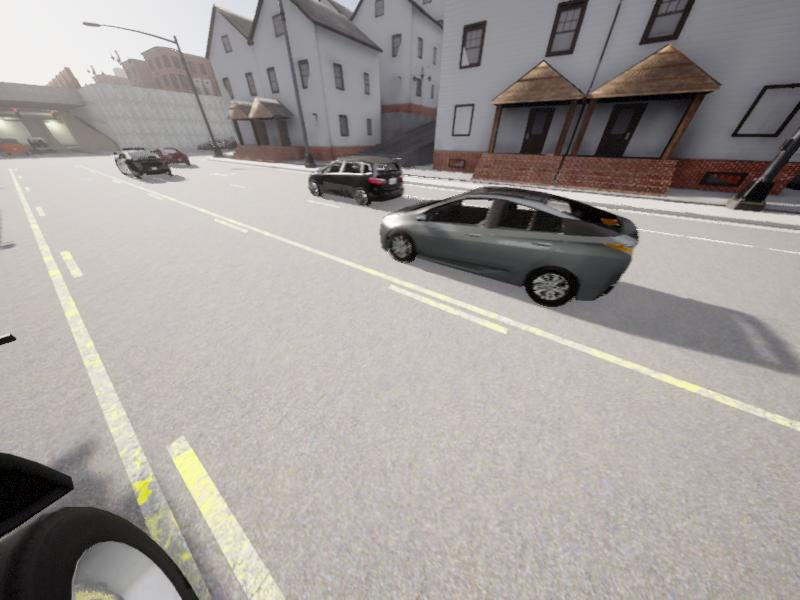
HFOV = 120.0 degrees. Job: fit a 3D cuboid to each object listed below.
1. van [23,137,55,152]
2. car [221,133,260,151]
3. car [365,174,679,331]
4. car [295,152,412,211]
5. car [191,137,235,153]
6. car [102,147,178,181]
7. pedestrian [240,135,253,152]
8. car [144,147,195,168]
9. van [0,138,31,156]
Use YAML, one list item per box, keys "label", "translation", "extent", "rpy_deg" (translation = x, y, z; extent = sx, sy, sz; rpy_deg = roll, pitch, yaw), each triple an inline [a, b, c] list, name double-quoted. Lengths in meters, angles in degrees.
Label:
- label: "van"
  translation: [-64.827, -27.981, 41.454]
  extent: [4.480, 2.038, 2.069]
  rpy_deg: [21, 40, 27]
- label: "car"
  translation: [-25.888, -25.800, 37.650]
  extent: [2.242, 1.667, 4.611]
  rpy_deg: [22, 49, 28]
- label: "car"
  translation: [1.718, -1.401, 4.644]
  extent: [4.514, 1.525, 2.007]
  rpy_deg: [22, 40, 28]
- label: "car"
  translation: [-2.037, -5.398, 10.193]
  extent: [4.611, 1.667, 2.242]
  rpy_deg: [23, 41, 28]
- label: "car"
  translation: [-30.331, -25.333, 37.639]
  extent: [2.038, 1.542, 4.974]
  rpy_deg: [22, 46, 28]
- label: "car"
  translation: [-17.685, -9.372, 15.722]
  extent: [5.238, 1.638, 1.930]
  rpy_deg: [22, 40, 28]
- label: "pedestrian"
  translation: [-21.413, -21.853, 32.246]
  extent: [0.751, 1.860, 0.751]
  rpy_deg: [21, 40, 27]
- label: "car"
  translation: [-21.551, -13.382, 21.586]
  extent: [4.674, 1.442, 1.812]
  rpy_deg: [21, 40, 27]
- label: "van"
  translation: [-54.526, -21.570, 32.449]
  extent: [4.442, 1.987, 1.775]
  rpy_deg: [21, 40, 27]
